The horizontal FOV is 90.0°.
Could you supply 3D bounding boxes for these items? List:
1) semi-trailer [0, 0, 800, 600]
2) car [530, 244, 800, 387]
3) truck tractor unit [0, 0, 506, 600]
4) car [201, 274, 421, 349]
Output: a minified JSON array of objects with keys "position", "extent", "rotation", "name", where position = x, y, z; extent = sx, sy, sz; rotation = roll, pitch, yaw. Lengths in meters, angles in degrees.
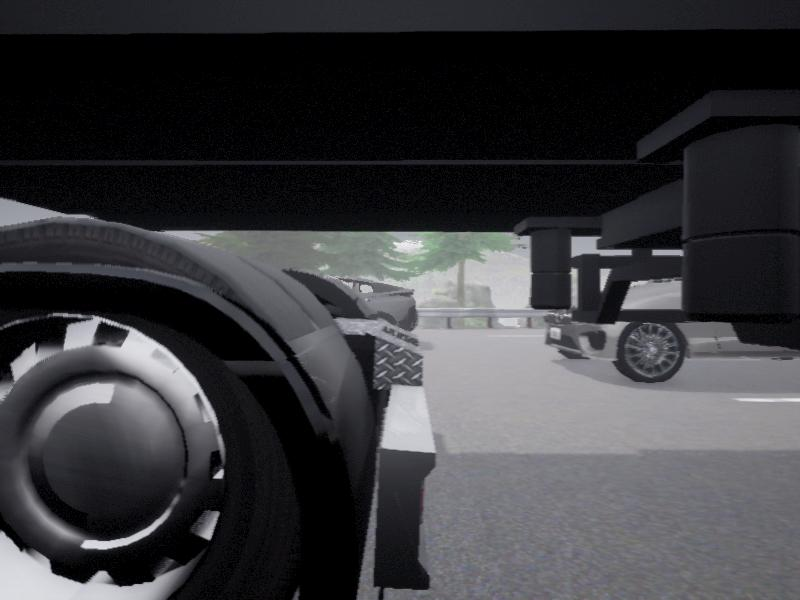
[{"position":[4.829,-1.219,2.008],"extent":[14.254,4.402,2.717],"rotation":[0,0,1],"name":"semi-trailer"},{"position":[4.715,0.177,5.700],"extent":[5.027,1.651,2.152],"rotation":[0,0,0],"name":"car"},{"position":[-3.081,-1.119,2.140],"extent":[6.516,4.208,3.053],"rotation":[0,0,1],"name":"truck tractor unit"},{"position":[-1.827,0.230,9.200],"extent":[4.514,1.525,2.007],"rotation":[0,0,0],"name":"car"}]
